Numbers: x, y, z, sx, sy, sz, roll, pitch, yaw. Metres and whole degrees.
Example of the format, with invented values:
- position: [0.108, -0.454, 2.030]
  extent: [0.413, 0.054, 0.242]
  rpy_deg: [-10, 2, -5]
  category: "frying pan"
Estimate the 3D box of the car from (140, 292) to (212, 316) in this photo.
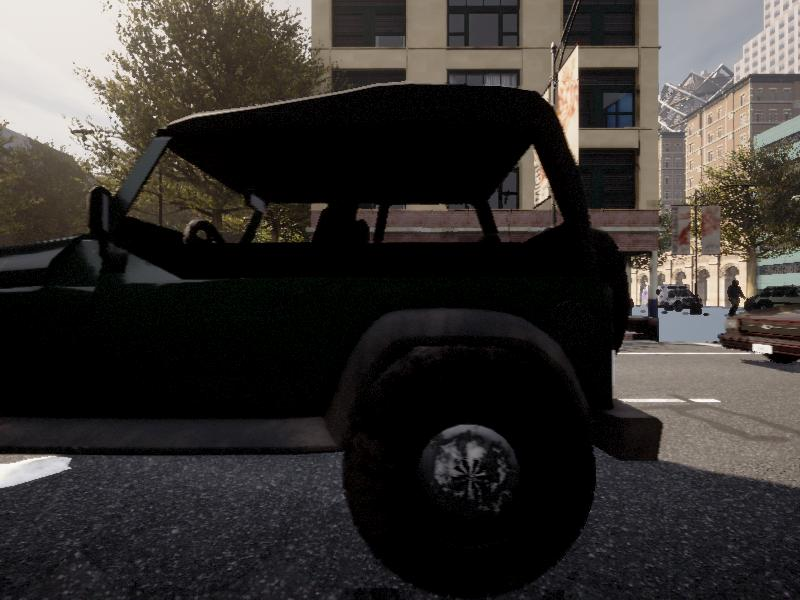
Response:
- position: [-15.097, 0.236, 27.334]
  extent: [2.128, 1.511, 4.902]
  rpy_deg: [0, 0, 0]
  category: "car"

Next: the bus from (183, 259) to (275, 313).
- position: [-15.158, -1.134, 36.821]
  extent: [3.944, 4.253, 10.273]
  rpy_deg: [0, 0, 0]
  category: "bus"

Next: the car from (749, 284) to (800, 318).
- position: [22.780, 0.053, 22.696]
  extent: [1.932, 1.855, 4.605]
  rpy_deg: [0, 0, 1]
  category: "car"

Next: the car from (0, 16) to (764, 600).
- position: [-0.777, 0.046, 2.235]
  extent: [3.866, 1.878, 1.905]
  rpy_deg: [0, 0, 1]
  category: "car"

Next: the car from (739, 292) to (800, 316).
- position: [26.285, 0.258, 27.422]
  extent: [2.163, 1.488, 4.792]
  rpy_deg: [0, 0, 2]
  category: "car"

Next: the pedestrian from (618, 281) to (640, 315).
- position: [12.701, -0.115, 22.192]
  extent: [0.751, 1.860, 0.751]
  rpy_deg: [0, 0, -2]
  category: "pedestrian"

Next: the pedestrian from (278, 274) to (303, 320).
- position: [-4.569, -0.115, 16.699]
  extent: [0.751, 1.860, 0.751]
  rpy_deg: [0, 0, -39]
  category: "pedestrian"

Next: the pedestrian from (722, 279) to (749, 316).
- position: [16.987, -0.115, 20.280]
  extent: [0.751, 1.860, 0.751]
  rpy_deg: [0, 0, -3]
  category: "pedestrian"

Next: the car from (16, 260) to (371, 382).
- position: [-2.582, 0.254, 5.766]
  extent: [4.193, 1.474, 1.816]
  rpy_deg: [0, 0, 1]
  category: "car"

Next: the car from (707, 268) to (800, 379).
- position: [7.777, 0.295, 5.614]
  extent: [5.357, 1.411, 2.033]
  rpy_deg: [0, 0, 1]
  category: "car"

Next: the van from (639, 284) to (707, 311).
- position: [26.450, -0.222, 39.150]
  extent: [2.351, 2.431, 6.366]
  rpy_deg: [0, 0, 1]
  category: "van"
